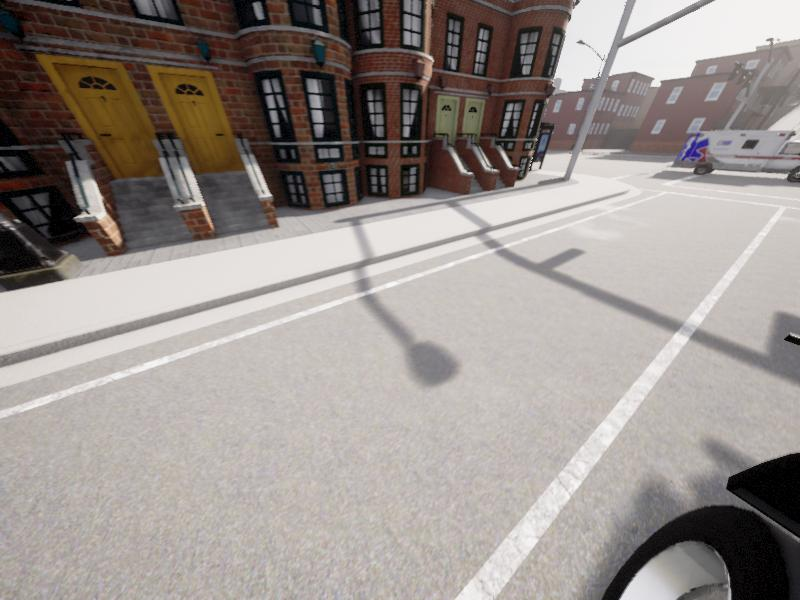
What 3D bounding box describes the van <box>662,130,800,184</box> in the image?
[{"bbox_3d":[21.850,-9.119,14.505,2.351,2.431,6.366,-20,40,-26],"label":"van"}]
